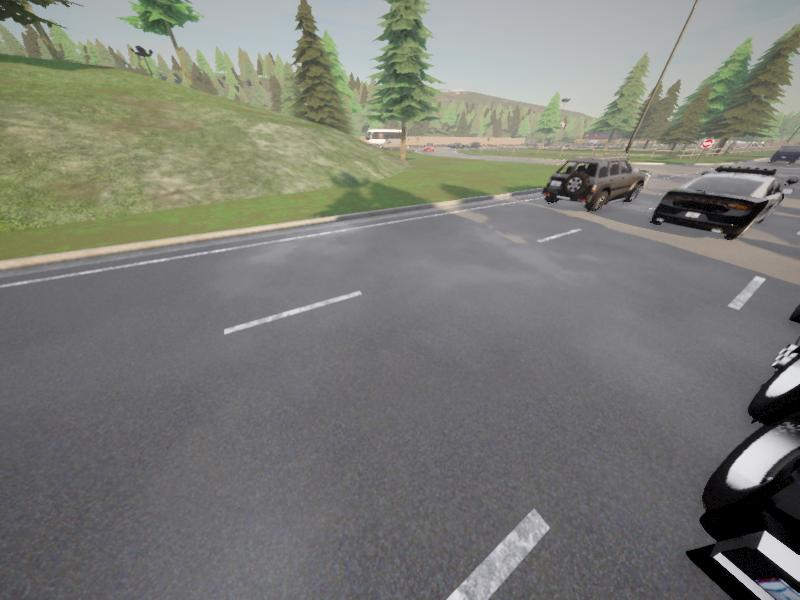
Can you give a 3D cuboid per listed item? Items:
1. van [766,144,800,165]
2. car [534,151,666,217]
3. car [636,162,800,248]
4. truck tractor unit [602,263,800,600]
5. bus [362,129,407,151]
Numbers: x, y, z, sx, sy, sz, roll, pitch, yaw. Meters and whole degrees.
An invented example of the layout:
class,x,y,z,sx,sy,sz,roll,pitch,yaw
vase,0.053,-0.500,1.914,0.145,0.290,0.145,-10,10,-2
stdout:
class,x,y,z,sx,sy,sz,roll,pitch,yaw
van,47.828,-17.929,28.397,4.442,1.987,1.775,-18,39,-24
car,8.167,-4.952,9.542,4.605,1.855,1.932,-19,39,-24
car,10.284,-3.238,7.297,5.238,1.638,1.930,-18,39,-24
truck tractor unit,5.105,-0.308,0.780,6.516,4.208,3.053,-19,39,-24
bus,-3.711,-39.796,57.421,10.273,4.253,3.944,-18,39,-24
